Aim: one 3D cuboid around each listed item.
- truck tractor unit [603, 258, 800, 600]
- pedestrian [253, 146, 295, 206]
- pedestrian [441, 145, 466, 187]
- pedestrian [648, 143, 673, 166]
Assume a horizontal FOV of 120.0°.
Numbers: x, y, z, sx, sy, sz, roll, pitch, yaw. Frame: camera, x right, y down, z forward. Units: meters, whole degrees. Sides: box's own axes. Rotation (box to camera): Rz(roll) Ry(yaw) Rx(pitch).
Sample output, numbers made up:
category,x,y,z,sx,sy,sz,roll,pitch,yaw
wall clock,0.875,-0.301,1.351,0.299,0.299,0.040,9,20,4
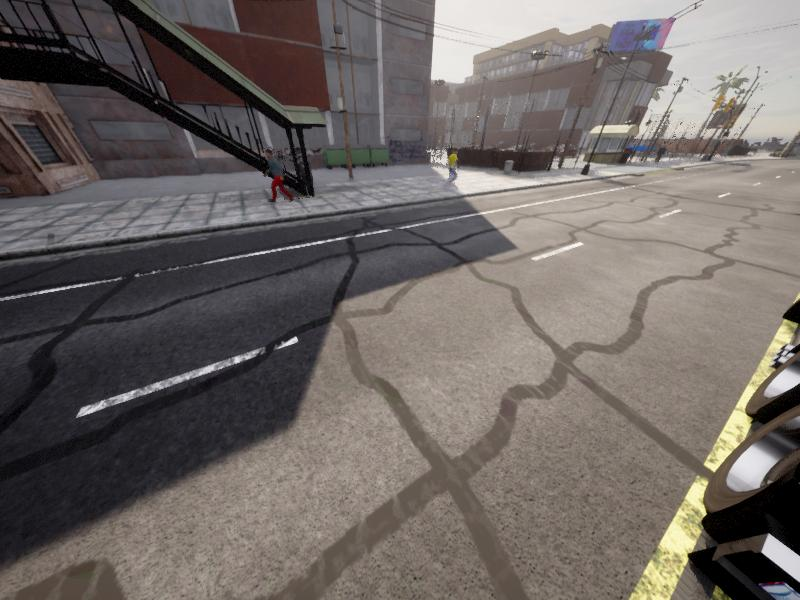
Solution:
category,x,y,z,sx,sy,sz,roll,pitch,yaw
truck tractor unit,5.103,-0.308,0.795,6.516,4.208,3.053,-19,39,-25
pedestrian,-4.625,-4.575,8.569,0.751,1.860,0.751,-24,41,-30
pedestrian,2.799,-7.058,12.188,0.751,1.860,0.751,-19,39,-26
pedestrian,25.701,-14.318,22.779,0.751,1.860,0.751,-20,40,-26
